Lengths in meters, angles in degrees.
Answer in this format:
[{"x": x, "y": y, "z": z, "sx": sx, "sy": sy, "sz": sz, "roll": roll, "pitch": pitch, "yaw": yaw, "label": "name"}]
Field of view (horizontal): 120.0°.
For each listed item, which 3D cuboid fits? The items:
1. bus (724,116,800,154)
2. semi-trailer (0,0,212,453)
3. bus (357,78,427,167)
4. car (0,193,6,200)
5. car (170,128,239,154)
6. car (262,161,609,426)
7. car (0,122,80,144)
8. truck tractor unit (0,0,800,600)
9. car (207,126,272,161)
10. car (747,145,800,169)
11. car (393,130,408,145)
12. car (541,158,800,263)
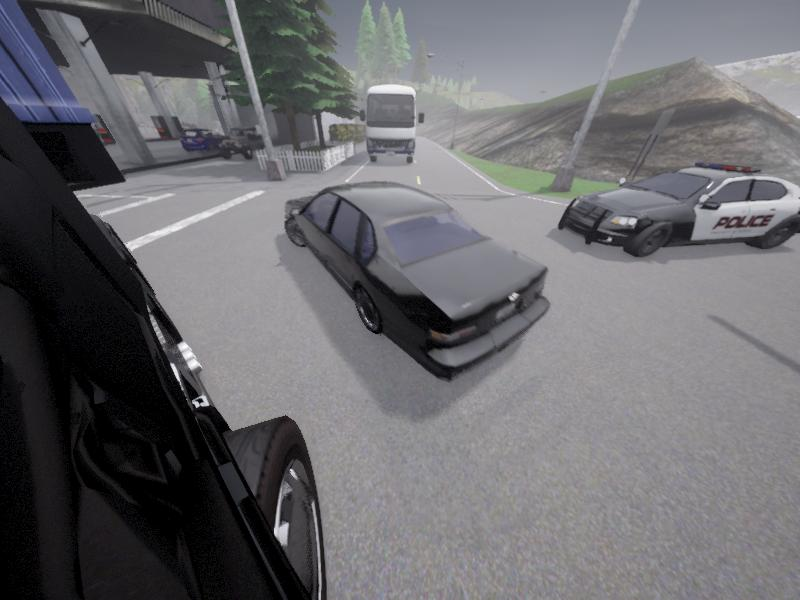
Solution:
[{"x": 58.047, "y": -24.774, "z": 34.607, "sx": 3.944, "sy": 4.253, "sz": 10.273, "roll": 2, "pitch": 37, "yaw": 1, "label": "bus"}, {"x": -10.064, "y": -1.758, "z": 1.743, "sx": 14.254, "sy": 4.402, "sz": 2.717, "roll": 6, "pitch": 38, "yaw": 5, "label": "semi-trailer"}, {"x": -0.329, "y": -13.815, "z": 18.331, "sx": 3.944, "sy": 4.253, "sz": 10.273, "roll": 2, "pitch": 37, "yaw": 1, "label": "bus"}, {"x": -14.503, "y": -3.440, "z": 6.078, "sx": 4.611, "sy": 1.667, "sz": 2.242, "roll": 9, "pitch": 37, "yaw": 10, "label": "car"}, {"x": -17.151, "y": -14.300, "z": 20.671, "sx": 2.242, "sy": 1.667, "sz": 4.611, "roll": 1, "pitch": 37, "yaw": 0, "label": "car"}, {"x": -0.432, "y": -1.127, "z": 3.839, "sx": 2.033, "sy": 1.411, "sz": 5.357, "roll": -22, "pitch": 43, "yaw": -28, "label": "car"}, {"x": -37.761, "y": -17.451, "z": 24.072, "sx": 2.033, "sy": 1.649, "sz": 4.856, "roll": 2, "pitch": 37, "yaw": 0, "label": "car"}, {"x": -2.645, "y": -0.295, "z": 0.351, "sx": 6.516, "sy": 4.208, "sz": 3.053, "roll": 28, "pitch": 44, "yaw": 30, "label": "truck tractor unit"}, {"x": -11.574, "y": -11.652, "z": 17.095, "sx": 1.905, "sy": 1.878, "sz": 3.866, "roll": 1, "pitch": 37, "yaw": 0, "label": "car"}, {"x": 33.070, "y": -11.542, "z": 18.785, "sx": 2.033, "sy": 1.411, "sz": 5.357, "roll": 2, "pitch": 37, "yaw": 1, "label": "car"}, {"x": 0.066, "y": -23.639, "z": 33.503, "sx": 2.007, "sy": 1.525, "sz": 4.514, "roll": 2, "pitch": 37, "yaw": 1, "label": "car"}, {"x": 6.453, "y": -2.177, "z": 5.278, "sx": 4.974, "sy": 1.542, "sz": 2.038, "roll": -4, "pitch": 37, "yaw": -4, "label": "car"}]
